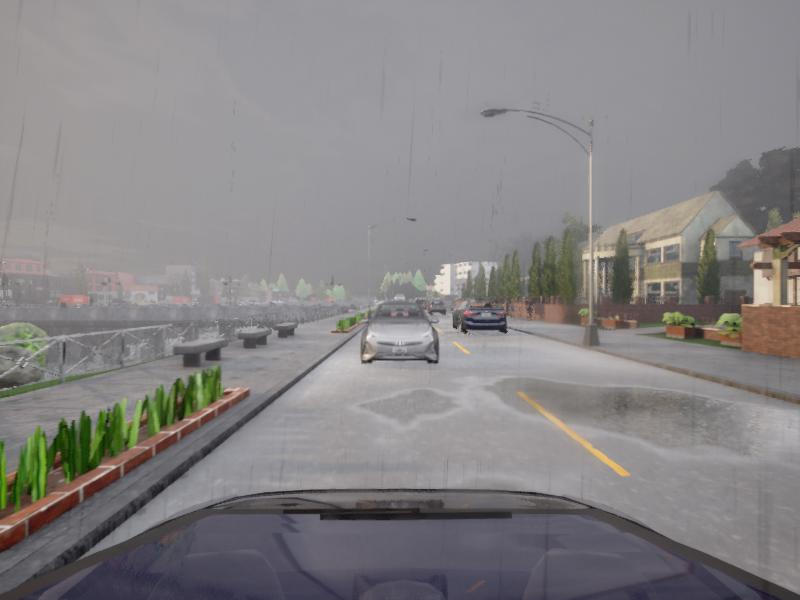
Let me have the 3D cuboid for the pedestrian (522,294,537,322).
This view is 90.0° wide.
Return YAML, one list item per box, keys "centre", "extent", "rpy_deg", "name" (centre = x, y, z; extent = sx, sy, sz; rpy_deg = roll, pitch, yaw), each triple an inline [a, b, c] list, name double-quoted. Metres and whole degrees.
- centre: [8.919, 0.536, 27.474]
  extent: [0.751, 1.860, 0.751]
  rpy_deg: [0, 0, -5]
  name: "pedestrian"

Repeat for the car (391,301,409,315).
- centre: [-0.011, 0.830, 42.898]
  extent: [1.845, 1.501, 3.633]
  rpy_deg: [0, 0, 0]
  name: "car"

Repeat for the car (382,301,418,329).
- centre: [-0.005, 0.832, 24.112]
  extent: [2.007, 1.525, 4.514]
  rpy_deg: [0, 0, 0]
  name: "car"

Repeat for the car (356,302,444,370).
- centre: [-0.002, 0.830, 11.319]
  extent: [2.007, 1.525, 4.514]
  rpy_deg: [0, 0, 0]
  name: "car"

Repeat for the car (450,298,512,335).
- centre: [3.992, 0.759, 20.623]
  extent: [2.242, 1.667, 4.611]
  rpy_deg: [0, 0, 0]
  name: "car"

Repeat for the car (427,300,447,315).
- centre: [3.991, 0.793, 44.038]
  extent: [1.851, 1.617, 3.988]
  rpy_deg: [0, 0, 0]
  name: "car"

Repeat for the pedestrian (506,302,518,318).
- centre: [9.270, 0.817, 33.055]
  extent: [0.751, 1.300, 0.751]
  rpy_deg: [0, 0, -3]
  name: "pedestrian"
